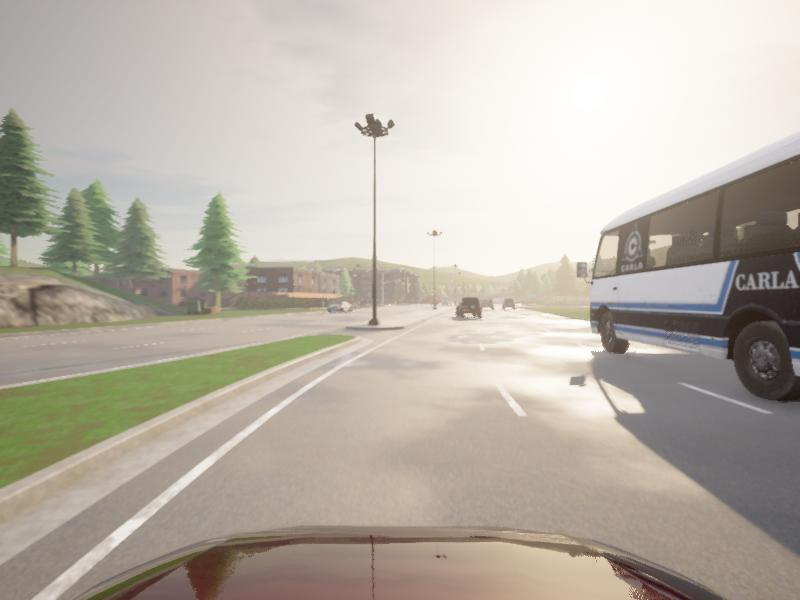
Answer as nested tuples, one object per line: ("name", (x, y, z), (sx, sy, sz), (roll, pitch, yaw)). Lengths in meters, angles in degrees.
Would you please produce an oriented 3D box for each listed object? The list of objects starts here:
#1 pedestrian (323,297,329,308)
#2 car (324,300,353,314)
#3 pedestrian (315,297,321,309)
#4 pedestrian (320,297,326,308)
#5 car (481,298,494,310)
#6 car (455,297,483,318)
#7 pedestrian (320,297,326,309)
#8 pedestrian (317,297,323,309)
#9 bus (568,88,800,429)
("pedestrian", (-12.711, 0.501, 68.740), (0.751, 1.860, 0.751), (0, 0, 4))
("car", (-7.528, 0.836, 49.811), (2.038, 1.542, 4.974), (0, 0, 10))
("pedestrian", (-13.466, 0.499, 65.967), (0.751, 1.860, 0.751), (0, 0, 13))
("pedestrian", (-13.114, 0.368, 68.488), (0.751, 1.860, 0.751), (0, 0, 18))
("car", (13.978, 0.682, 64.021), (1.932, 1.855, 4.605), (0, -1, 11))
("car", (6.294, 0.665, 36.833), (1.905, 1.878, 3.866), (0, 0, 0))
("pedestrian", (-12.992, 0.500, 67.350), (0.751, 1.860, 0.751), (0, 0, 8))
("pedestrian", (-13.392, 0.500, 66.902), (0.751, 1.860, 0.751), (0, 0, 11))
("bus", (7.275, -0.524, 8.400), (3.944, 4.253, 10.273), (0, 0, 5))
